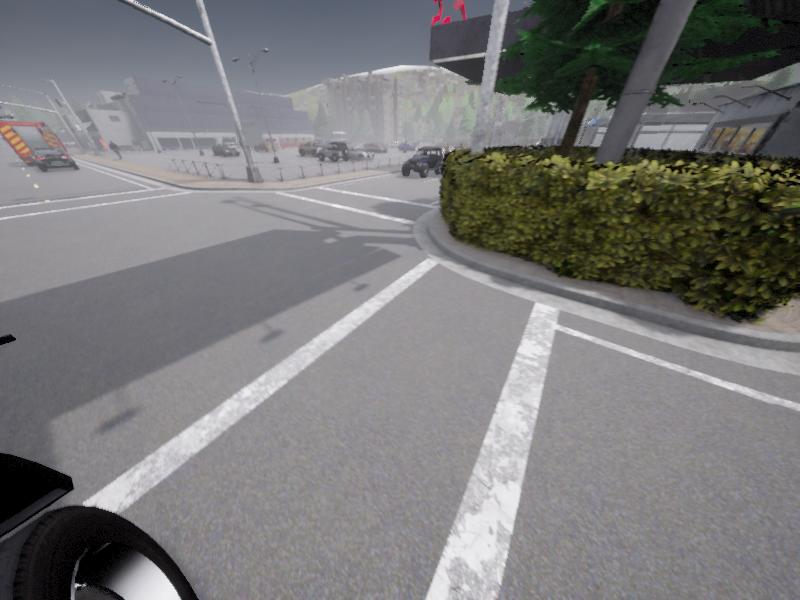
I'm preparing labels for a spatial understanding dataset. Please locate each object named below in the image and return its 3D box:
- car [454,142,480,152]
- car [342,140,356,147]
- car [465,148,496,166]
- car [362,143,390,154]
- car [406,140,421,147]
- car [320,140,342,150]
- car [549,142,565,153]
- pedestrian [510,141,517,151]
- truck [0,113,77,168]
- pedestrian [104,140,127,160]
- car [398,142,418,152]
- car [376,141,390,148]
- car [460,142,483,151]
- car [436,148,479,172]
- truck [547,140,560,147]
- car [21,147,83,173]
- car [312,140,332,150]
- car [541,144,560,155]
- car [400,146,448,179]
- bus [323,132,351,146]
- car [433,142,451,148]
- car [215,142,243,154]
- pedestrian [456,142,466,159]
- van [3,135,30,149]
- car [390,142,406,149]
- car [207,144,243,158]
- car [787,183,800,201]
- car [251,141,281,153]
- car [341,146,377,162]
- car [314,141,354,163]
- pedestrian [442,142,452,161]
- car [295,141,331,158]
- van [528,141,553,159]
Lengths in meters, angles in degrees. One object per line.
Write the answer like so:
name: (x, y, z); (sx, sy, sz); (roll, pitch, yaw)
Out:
car: (14.683, -33.798, 50.883); (5.027, 1.636, 2.152); (22, 41, 28)
car: (-15.774, -48.932, 72.253); (1.905, 1.878, 3.866); (22, 41, 28)
car: (9.291, -16.464, 26.481); (1.970, 1.475, 3.806); (22, 41, 28)
car: (-4.175, -26.136, 39.831); (4.514, 1.523, 2.007); (22, 41, 28)
car: (4.389, -52.424, 77.335); (4.605, 1.855, 1.932); (22, 40, 28)
car: (-15.661, -35.432, 52.674); (4.605, 1.855, 1.932); (22, 41, 28)
car: (33.822, -32.944, 49.716); (1.905, 1.878, 3.866); (22, 41, 28)
pedestrian: (24.550, -33.254, 49.822); (0.751, 1.860, 0.751); (22, 41, 28)
truck: (-35.919, -15.513, 22.554); (8.468, 3.827, 2.891); (22, 41, 28)
pedestrian: (-30.823, -16.258, 25.040); (0.751, 1.860, 0.751); (-25, 42, -31)
car: (1.598, -30.793, 46.528); (3.633, 1.501, 1.845); (22, 41, 28)
car: (-4.878, -43.880, 65.236); (3.633, 1.501, 1.845); (22, 41, 28)
car: (16.441, -35.280, 53.018); (4.514, 1.523, 2.007); (22, 41, 28)
car: (5.631, -13.571, 22.213); (2.033, 1.649, 4.856); (22, 41, 28)
truck: (54.240, -55.504, 81.738); (2.390, 2.098, 6.274); (12, 37, 16)
car: (-28.639, -11.603, 19.012); (4.974, 1.542, 2.038); (22, 41, 28)
car: (-16.992, -33.949, 50.520); (3.866, 1.878, 1.905); (22, 41, 28)
car: (28.278, -28.331, 43.423); (2.007, 1.525, 4.514); (22, 41, 28)
car: (1.894, -10.664, 17.827); (1.905, 1.878, 3.866); (22, 41, 28)
bus: (-24.396, -62.463, 89.437); (10.273, 4.253, 3.944); (22, 40, 28)
car: (13.181, -48.774, 72.520); (4.792, 1.488, 2.163); (22, 40, 28)
car: (-27.760, -24.699, 37.569); (3.806, 1.475, 1.970); (22, 41, 28)
pedestrian: (8.202, -20.129, 31.055); (0.751, 1.860, 0.751); (22, 41, 28)
van: (-85.662, -35.266, 51.559); (5.915, 2.561, 1.988); (22, 41, 28)
car: (-0.514, -40.013, 59.764); (3.806, 1.475, 1.970); (22, 41, 28)
car: (-24.092, -20.589, 31.845); (4.514, 1.523, 2.007); (22, 41, 28)
car: (20.165, -4.695, 9.712); (2.242, 1.667, 4.611); (22, 41, 28)
car: (-24.339, -27.882, 41.981); (5.027, 1.636, 2.152); (22, 41, 28)
car: (-4.947, -17.681, 27.894); (3.806, 1.475, 1.970); (22, 41, 28)
car: (-7.356, -16.556, 25.787); (3.866, 1.878, 1.905); (22, 41, 28)
pedestrian: (5.701, -18.052, 28.086); (0.751, 1.860, 0.751); (22, 41, 28)
car: (-11.910, -20.691, 31.693); (4.605, 1.855, 1.932); (22, 41, 28)
van: (21.749, -23.270, 35.744); (2.069, 2.038, 4.480); (22, 41, 28)
